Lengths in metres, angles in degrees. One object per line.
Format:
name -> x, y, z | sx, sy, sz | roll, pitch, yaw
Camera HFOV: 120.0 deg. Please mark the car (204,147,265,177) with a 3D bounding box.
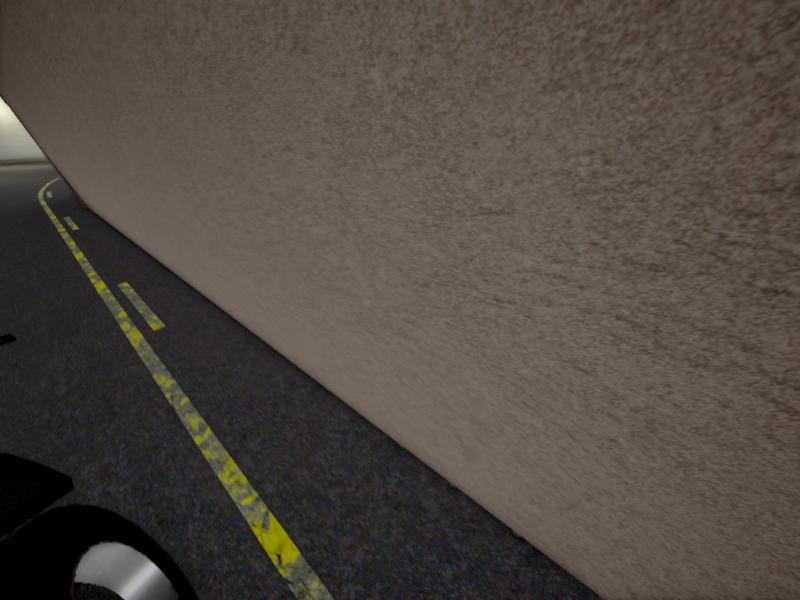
car -> -12.152, -10.183, 16.920 | 4.514, 1.525, 2.007 | 27, 43, 32
